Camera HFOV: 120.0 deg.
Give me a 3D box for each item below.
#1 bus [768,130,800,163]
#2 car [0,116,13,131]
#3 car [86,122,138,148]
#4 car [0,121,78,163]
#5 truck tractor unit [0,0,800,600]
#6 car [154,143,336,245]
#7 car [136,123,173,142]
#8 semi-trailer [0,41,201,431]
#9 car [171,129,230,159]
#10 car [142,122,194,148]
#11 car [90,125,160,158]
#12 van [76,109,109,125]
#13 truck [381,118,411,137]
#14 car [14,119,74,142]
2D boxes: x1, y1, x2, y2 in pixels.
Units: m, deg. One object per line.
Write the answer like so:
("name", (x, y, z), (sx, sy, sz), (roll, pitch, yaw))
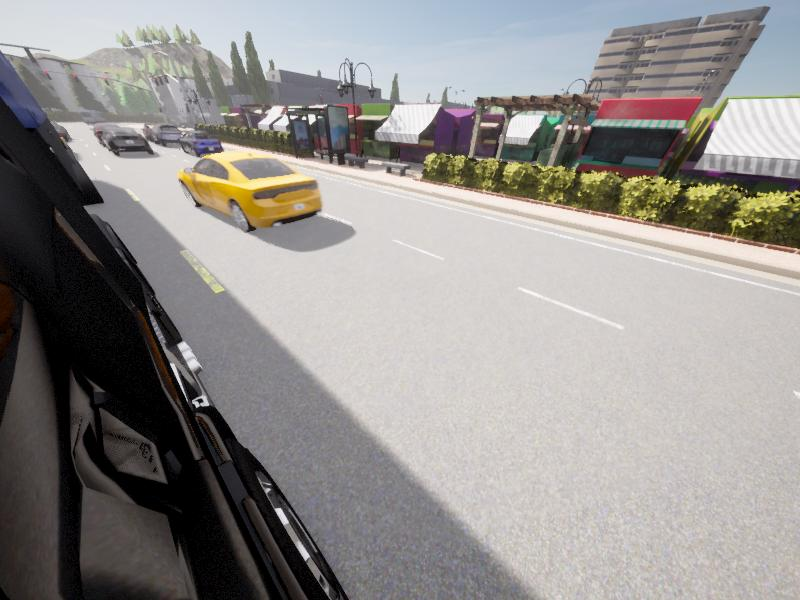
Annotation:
("bus", (65.369, -24.365, 36.684), (3.944, 4.253, 10.273), (28, 44, 30))
("car", (-50.225, -20.841, 27.089), (1.812, 1.442, 4.674), (30, 44, 31))
("car", (-24.004, -13.768, 19.228), (5.008, 1.535, 1.882), (29, 44, 30))
("car", (-20.348, -9.006, 13.064), (5.366, 1.575, 1.801), (29, 44, 30))
("truck tractor unit", (-2.645, -0.295, 0.351), (6.516, 4.208, 3.053), (28, 44, 30))
("car", (-4.307, -3.218, 6.386), (5.008, 1.535, 1.882), (25, 42, 27))
("car", (-25.603, -17.495, 24.111), (3.633, 1.501, 1.845), (31, 45, 33))
("semi-trailer", (-8.681, -3.619, 4.240), (14.254, 4.402, 2.717), (28, 44, 30))
("car", (-14.132, -11.097, 16.340), (4.193, 1.474, 1.816), (29, 44, 30))
("car", (-21.115, -14.992, 20.971), (4.856, 1.649, 2.033), (29, 44, 30))
("car", (-18.828, -10.913, 15.791), (4.792, 1.488, 2.163), (29, 44, 30))
("van", (-69.585, -41.472, 52.467), (1.988, 2.561, 5.915), (-16, 41, -23))
("truck", (-1.091, -46.414, 62.375), (2.891, 3.827, 8.468), (30, 44, 31))
("car", (-31.702, -15.256, 20.774), (4.792, 1.488, 2.163), (32, 45, 33))
